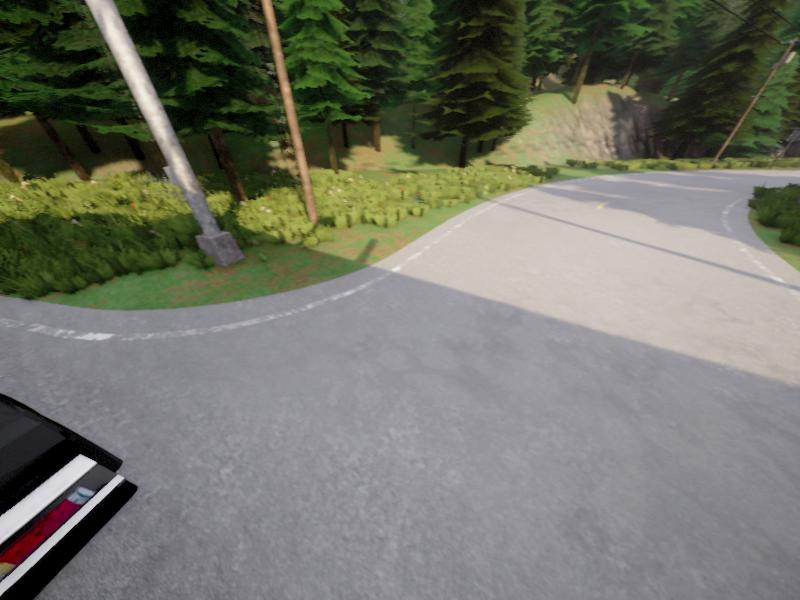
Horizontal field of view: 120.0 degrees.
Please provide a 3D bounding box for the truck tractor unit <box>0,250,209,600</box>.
[{"bbox_3d":[-5.293,-0.053,0.419,6.516,4.208,3.053,9,36,13],"label":"truck tractor unit"}]
